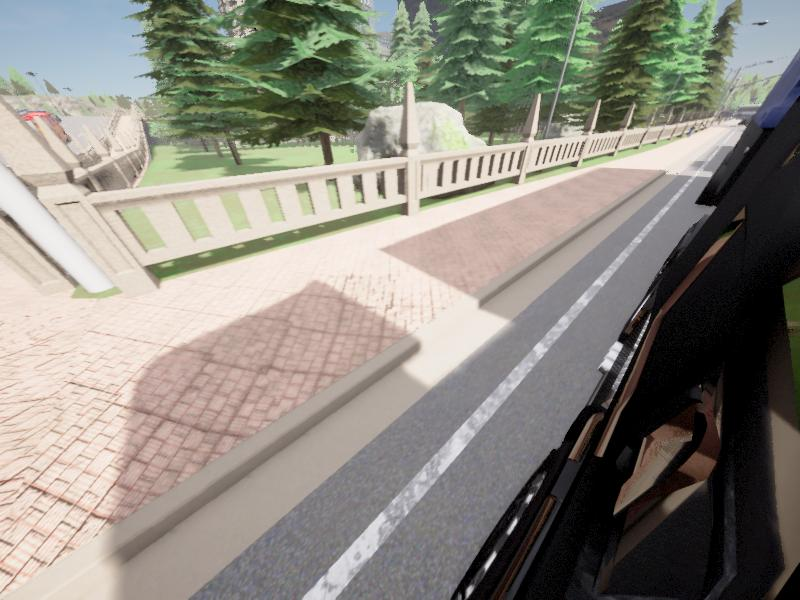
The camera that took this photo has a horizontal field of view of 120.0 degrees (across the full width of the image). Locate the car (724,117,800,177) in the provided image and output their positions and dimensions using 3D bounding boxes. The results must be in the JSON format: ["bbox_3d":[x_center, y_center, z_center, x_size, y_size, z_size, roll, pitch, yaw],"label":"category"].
[{"bbox_3d":[17.128,-7.082,10.520,4.605,1.855,1.932,-29,44,-30],"label":"car"}]

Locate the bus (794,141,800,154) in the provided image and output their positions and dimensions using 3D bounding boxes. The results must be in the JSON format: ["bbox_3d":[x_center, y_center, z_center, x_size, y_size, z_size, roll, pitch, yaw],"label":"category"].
[{"bbox_3d":[24.854,-9.360,11.109,10.273,4.253,3.944,-28,44,-30],"label":"bus"}]

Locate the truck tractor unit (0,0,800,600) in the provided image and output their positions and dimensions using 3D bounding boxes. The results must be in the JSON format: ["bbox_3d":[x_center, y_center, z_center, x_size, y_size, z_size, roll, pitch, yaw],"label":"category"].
[{"bbox_3d":[2.645,-0.295,0.351,6.516,4.208,3.053,-28,44,-30],"label":"truck tractor unit"}]

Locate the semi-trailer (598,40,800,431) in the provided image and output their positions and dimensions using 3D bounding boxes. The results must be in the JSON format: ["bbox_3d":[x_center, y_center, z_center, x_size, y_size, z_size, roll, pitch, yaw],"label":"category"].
[{"bbox_3d":[8.683,-3.607,4.254,14.254,4.402,2.717,-28,44,-30],"label":"semi-trailer"}]

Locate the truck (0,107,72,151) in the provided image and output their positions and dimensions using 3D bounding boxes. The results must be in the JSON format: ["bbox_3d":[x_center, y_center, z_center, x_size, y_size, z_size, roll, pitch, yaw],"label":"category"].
[{"bbox_3d":[-48.623,-23.195,31.130,2.891,3.827,8.468,-28,50,-30],"label":"truck"}]

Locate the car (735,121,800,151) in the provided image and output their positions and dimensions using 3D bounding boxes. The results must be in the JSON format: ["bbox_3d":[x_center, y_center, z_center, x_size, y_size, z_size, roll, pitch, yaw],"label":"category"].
[{"bbox_3d":[25.958,-11.661,16.418,3.633,1.501,1.845,-28,44,-30],"label":"car"}]
